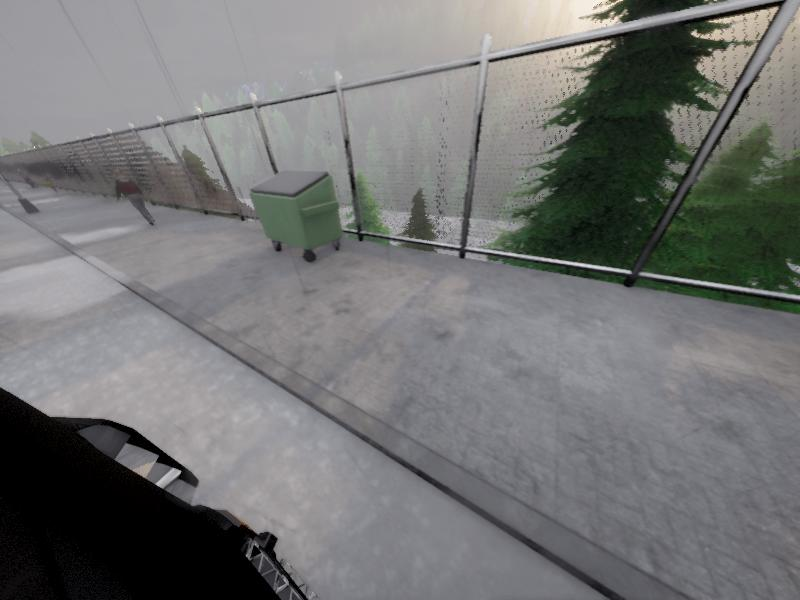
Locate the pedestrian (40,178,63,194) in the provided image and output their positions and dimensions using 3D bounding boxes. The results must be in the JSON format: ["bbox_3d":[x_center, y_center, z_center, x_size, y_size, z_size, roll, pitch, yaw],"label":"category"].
[{"bbox_3d":[-28.210,-9.239,18.716,0.500,1.100,0.500,17,39,27],"label":"pedestrian"}]

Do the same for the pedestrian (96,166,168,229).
[{"bbox_3d":[-9.270,-3.561,8.074,0.751,1.860,0.751,16,38,26],"label":"pedestrian"}]

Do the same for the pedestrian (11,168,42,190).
[{"bbox_3d":[-35.915,-11.654,22.239,0.751,1.860,0.751,17,39,28],"label":"pedestrian"}]
